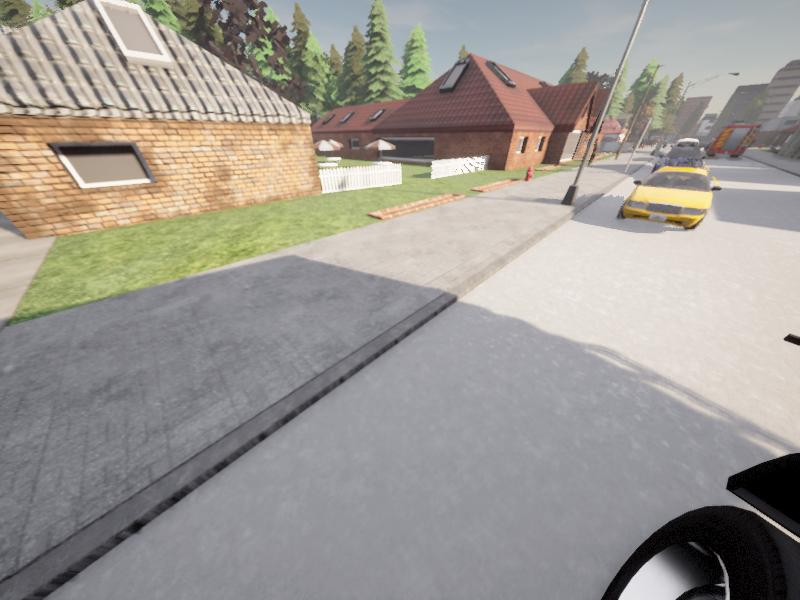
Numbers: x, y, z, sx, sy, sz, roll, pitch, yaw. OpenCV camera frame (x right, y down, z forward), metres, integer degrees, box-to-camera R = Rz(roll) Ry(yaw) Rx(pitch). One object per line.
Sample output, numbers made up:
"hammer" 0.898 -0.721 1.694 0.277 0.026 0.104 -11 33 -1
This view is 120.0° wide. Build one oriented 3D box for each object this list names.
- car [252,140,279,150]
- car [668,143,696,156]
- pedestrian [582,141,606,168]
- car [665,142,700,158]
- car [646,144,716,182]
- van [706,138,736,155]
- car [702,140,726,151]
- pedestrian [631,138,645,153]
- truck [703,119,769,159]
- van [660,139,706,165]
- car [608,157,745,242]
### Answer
"car" -35.737 -41.395 61.537 5.566 2.045 2.150 -30 45 -35
"car" 42.641 -22.861 34.981 4.792 1.488 2.163 -30 45 -35
"pedestrian" 16.007 -12.052 19.108 0.751 1.860 0.751 -30 45 -35
"car" 36.694 -19.584 30.074 4.611 1.667 2.242 -30 45 -35
"car" 18.412 -9.149 15.251 4.553 1.767 2.097 -30 45 -35
"van" 49.539 -23.841 35.769 4.442 1.987 1.775 -30 45 -35
"car" 58.806 -29.014 43.361 5.238 1.638 1.930 -30 45 -35
"pedestrian" 37.885 -24.609 36.815 0.751 1.860 0.751 -29 44 -35
"truck" 43.336 -21.032 30.218 8.468 3.827 2.891 -30 45 -35
"van" 28.300 -14.919 23.178 4.480 2.038 2.069 -30 45 -35
"car" 8.925 -3.621 7.639 5.366 1.575 1.801 -30 45 -35
